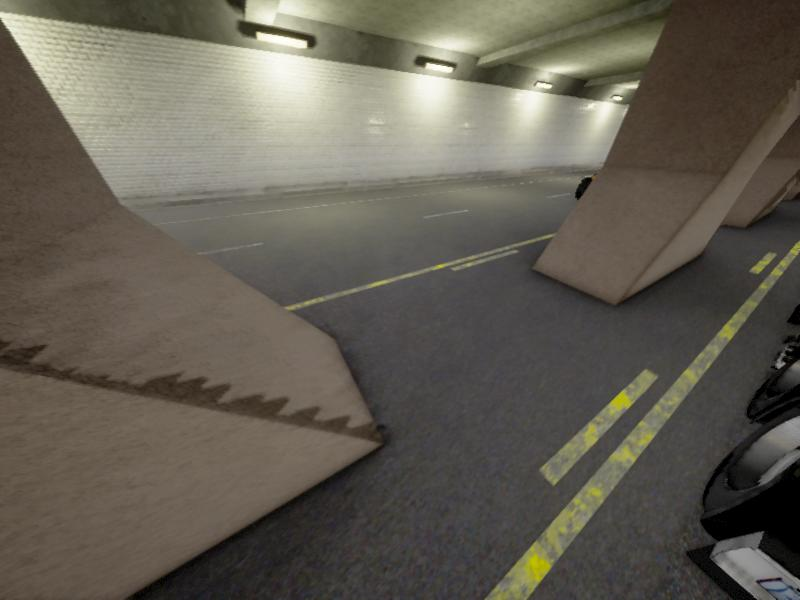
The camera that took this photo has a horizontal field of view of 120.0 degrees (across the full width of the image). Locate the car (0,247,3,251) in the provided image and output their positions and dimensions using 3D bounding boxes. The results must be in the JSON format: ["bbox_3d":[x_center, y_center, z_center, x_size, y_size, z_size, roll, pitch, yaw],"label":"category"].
[{"bbox_3d":[-11.471,-0.712,3.620,4.892,1.490,1.837,-18,39,-24],"label":"car"}]

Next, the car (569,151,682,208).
[{"bbox_3d":[10.149,-5.572,10.486,3.866,1.878,1.905,-18,39,-24],"label":"car"}]

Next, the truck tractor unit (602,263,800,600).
[{"bbox_3d":[5.113,-0.297,0.793,6.516,4.208,3.053,-18,39,-24],"label":"truck tractor unit"}]
